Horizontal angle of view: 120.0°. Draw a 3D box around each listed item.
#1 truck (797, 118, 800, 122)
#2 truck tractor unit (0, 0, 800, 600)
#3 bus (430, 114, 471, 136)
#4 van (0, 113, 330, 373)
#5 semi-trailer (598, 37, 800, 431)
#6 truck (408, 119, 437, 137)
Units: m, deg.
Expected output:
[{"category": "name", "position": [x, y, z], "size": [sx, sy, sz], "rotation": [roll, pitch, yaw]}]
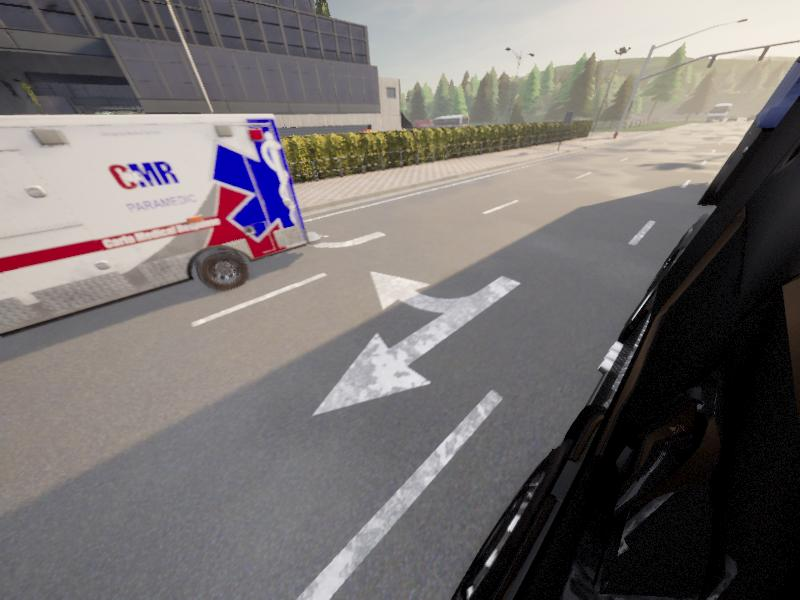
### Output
[{"category": "truck", "position": [85.790, -38.419, 47.714], "size": [5.204, 2.467, 2.627], "rotation": [-28, 44, -30]}, {"category": "truck tractor unit", "position": [2.645, -0.295, 0.352], "size": [6.516, 4.208, 3.053], "rotation": [-28, 44, -30]}, {"category": "bus", "position": [13.324, -46.936, 62.267], "size": [3.944, 4.253, 10.273], "rotation": [-28, 43, -30]}, {"category": "van", "position": [-4.744, -1.085, 3.394], "size": [6.366, 2.431, 2.351], "rotation": [-28, 44, -30]}, {"category": "semi-trailer", "position": [8.712, -3.586, 4.226], "size": [14.254, 4.402, 2.717], "rotation": [-28, 43, -30]}, {"category": "truck", "position": [6.198, -48.527, 65.215], "size": [2.891, 3.827, 8.468], "rotation": [-28, 43, -30]}]
